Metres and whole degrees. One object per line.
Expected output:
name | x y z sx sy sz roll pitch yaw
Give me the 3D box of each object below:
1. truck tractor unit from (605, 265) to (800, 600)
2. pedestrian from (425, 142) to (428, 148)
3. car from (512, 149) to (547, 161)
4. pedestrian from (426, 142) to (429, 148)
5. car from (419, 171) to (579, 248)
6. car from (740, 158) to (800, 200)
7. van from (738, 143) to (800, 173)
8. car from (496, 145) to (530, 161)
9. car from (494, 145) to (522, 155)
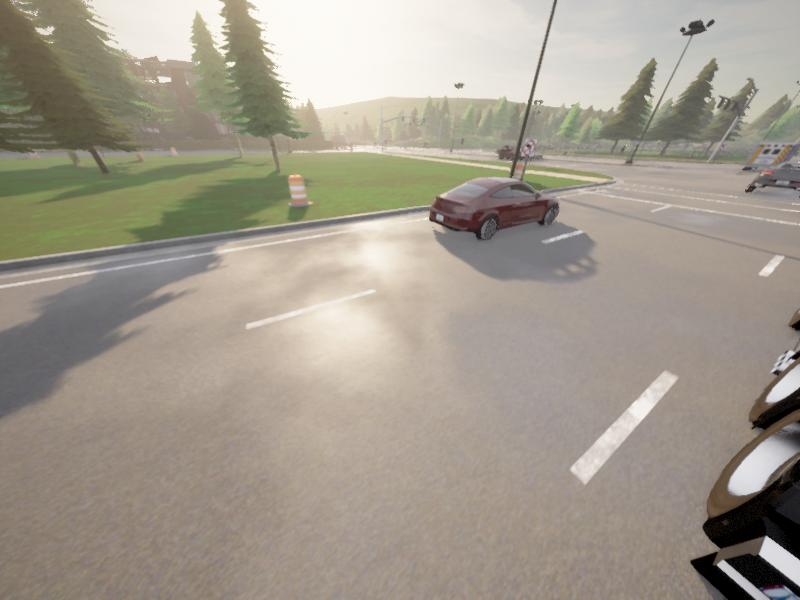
truck tractor unit | 5.105 -0.299 0.824 6.516 4.208 3.053 -18 37 -25
pedestrian | 9.158 -54.638 81.274 0.751 1.860 0.751 11 36 15
car | 19.879 -22.449 35.653 1.994 1.385 4.181 -17 38 -24
pedestrian | 9.790 -54.741 81.434 0.751 1.860 0.751 -11 36 -16
car | 3.103 -3.066 7.287 4.674 1.442 1.812 -18 39 -25
car | 22.317 -6.995 13.117 5.027 1.651 2.152 -18 39 -25
van | 39.069 -14.985 24.229 6.366 2.431 2.351 -18 39 -25
car | 16.653 -21.889 34.333 1.905 1.878 3.866 -17 38 -24
car | 23.281 -32.440 49.916 1.930 1.638 5.238 -17 39 -24
